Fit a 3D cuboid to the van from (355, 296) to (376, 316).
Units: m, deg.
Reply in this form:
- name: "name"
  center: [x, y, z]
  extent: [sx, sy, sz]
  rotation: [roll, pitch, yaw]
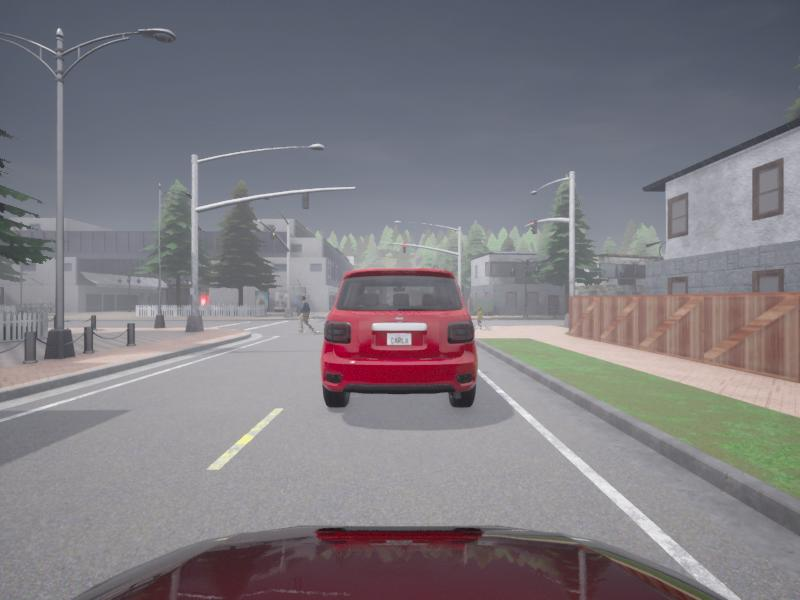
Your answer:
- name: "van"
  center: [-3.563, 0.598, 41.977]
  extent: [1.775, 1.987, 4.442]
  rotation: [0, 0, 0]

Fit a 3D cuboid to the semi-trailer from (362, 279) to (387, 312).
- name: "semi-trailer"
  center: [-3.523, -0.619, 59.288]
  extent: [2.717, 4.402, 14.254]
  rotation: [0, 0, 0]

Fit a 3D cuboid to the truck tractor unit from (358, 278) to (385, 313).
- name: "truck tractor unit"
  center: [-3.567, -0.497, 51.369]
  extent: [3.053, 4.208, 6.516]
  rotation: [0, 0, 0]

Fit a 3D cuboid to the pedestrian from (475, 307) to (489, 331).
- name: "pedestrian"
  center: [3.813, 0.866, 18.706]
  extent: [0.500, 1.100, 0.500]
  rotation: [0, 0, -8]

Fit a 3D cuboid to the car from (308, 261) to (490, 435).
- name: "car"
  center: [-0.013, 0.568, 7.496]
  extent: [2.150, 2.045, 5.566]
  rotation: [0, 0, 0]

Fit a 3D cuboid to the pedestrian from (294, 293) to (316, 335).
- name: "pedestrian"
  center: [-4.353, 0.637, 18.434]
  extent: [0.751, 1.860, 0.751]
  rotation: [0, 0, 11]
